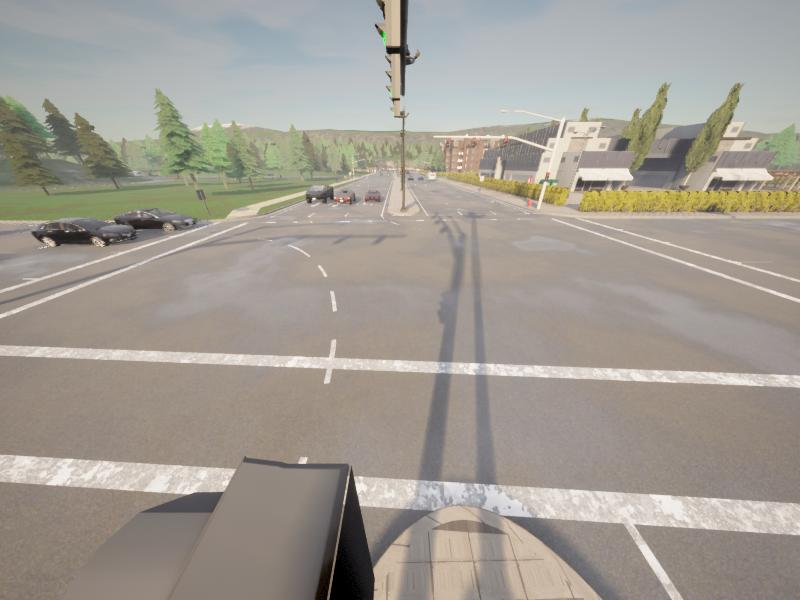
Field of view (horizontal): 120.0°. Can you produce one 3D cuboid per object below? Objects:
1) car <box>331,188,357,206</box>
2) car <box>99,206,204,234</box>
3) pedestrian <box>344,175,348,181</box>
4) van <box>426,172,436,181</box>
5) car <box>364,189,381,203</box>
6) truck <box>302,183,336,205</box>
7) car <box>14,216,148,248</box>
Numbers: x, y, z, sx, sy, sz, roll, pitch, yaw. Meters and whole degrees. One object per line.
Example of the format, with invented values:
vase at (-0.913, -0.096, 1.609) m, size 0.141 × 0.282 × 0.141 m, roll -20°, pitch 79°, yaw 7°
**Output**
car at (-7.190, -13.642, 30.312) m, size 2.152 × 1.651 × 5.027 m, roll 0°, pitch 30°, yaw -1°
car at (-18.120, -5.960, 17.118) m, size 4.902 × 1.511 × 2.128 m, roll -1°, pitch 30°, yaw -1°
pedestrian at (-16.770, -37.759, 71.492) m, size 0.751 × 1.860 × 0.751 m, roll 0°, pitch 30°, yaw 1°
van at (10.659, -42.364, 79.256) m, size 2.351 × 2.431 × 6.366 m, roll 0°, pitch 30°, yaw 0°
car at (-3.720, -14.464, 31.989) m, size 1.994 × 1.385 × 4.181 m, roll 0°, pitch 30°, yaw -1°
truck at (-10.710, -14.415, 31.174) m, size 2.390 × 2.098 × 6.274 m, roll 0°, pitch 30°, yaw -1°
car at (-19.043, -4.159, 14.017) m, size 4.892 × 1.490 × 1.837 m, roll 0°, pitch 30°, yaw 0°
